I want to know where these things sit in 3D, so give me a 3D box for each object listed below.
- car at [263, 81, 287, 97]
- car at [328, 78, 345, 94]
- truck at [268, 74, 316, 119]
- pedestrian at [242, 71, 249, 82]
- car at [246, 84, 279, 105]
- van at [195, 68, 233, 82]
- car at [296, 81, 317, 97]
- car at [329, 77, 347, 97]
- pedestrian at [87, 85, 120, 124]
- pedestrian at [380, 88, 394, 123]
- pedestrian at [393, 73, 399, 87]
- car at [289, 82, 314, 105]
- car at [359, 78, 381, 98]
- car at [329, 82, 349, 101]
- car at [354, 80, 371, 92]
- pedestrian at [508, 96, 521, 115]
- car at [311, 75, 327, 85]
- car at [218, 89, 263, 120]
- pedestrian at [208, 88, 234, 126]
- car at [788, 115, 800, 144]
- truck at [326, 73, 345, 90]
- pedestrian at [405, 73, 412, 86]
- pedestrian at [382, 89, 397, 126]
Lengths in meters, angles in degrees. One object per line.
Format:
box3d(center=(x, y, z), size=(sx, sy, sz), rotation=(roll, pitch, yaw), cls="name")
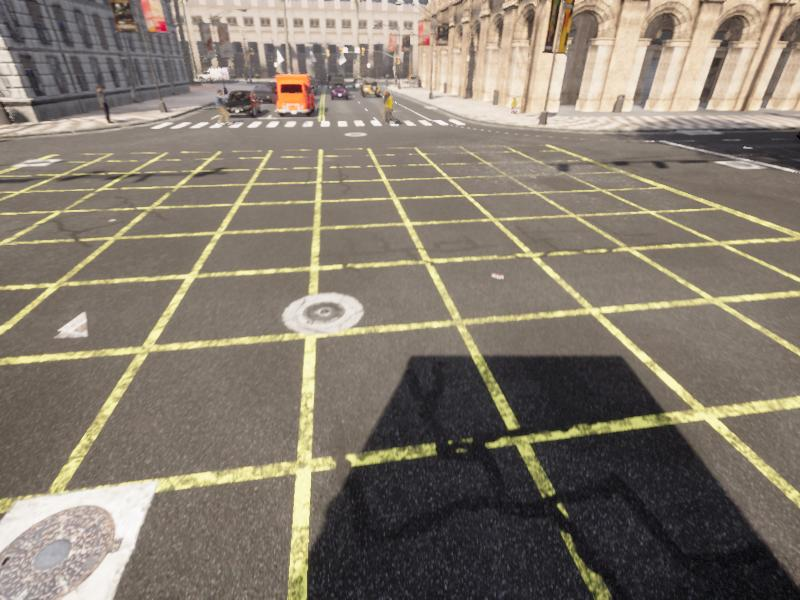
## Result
box3d(center=(-14.121, -23.902, 45.331), size=(1.994, 1.385, 4.181), rotation=(-4, 31, -8), cls="car")
box3d(center=(-8.288, -27.981, 52.120), size=(1.930, 1.638, 5.238), rotation=(-4, 31, -7), cls="car")
box3d(center=(-7.360, -14.271, 27.851), size=(2.627, 2.467, 5.204), rotation=(-4, 31, -8), cls="truck")
box3d(center=(-30.737, -44.464, 79.719), size=(0.751, 1.860, 0.751), rotation=(6, 31, 10), cls="pedestrian")
box3d(center=(-12.617, -19.067, 37.059), size=(2.033, 1.411, 5.357), rotation=(-4, 31, -8), cls="car")
box3d(center=(-37.804, -45.791, 81.364), size=(6.366, 2.431, 2.351), rotation=(-6, 31, -11), cls="van")
box3d(center=(-10.786, -24.596, 46.566), size=(1.994, 1.385, 4.181), rotation=(-4, 31, -7), cls="car")
box3d(center=(-7.209, -24.687, 46.254), size=(1.905, 1.878, 3.866), rotation=(-4, 31, -8), cls="car")
box3d(center=(-16.065, -10.603, 21.722), size=(0.751, 1.860, 0.751), rotation=(-5, 31, -10), cls="pedestrian")
box3d(center=(-0.788, -11.860, 24.394), size=(0.751, 1.860, 0.751), rotation=(-5, 31, -9), cls="pedestrian")
box3d(center=(-0.570, -34.582, 62.955), size=(0.751, 1.860, 0.751), rotation=(-9, 31, -15), cls="pedestrian")
box3d(center=(-9.188, -19.531, 37.657), size=(1.930, 1.638, 5.238), rotation=(-4, 31, -8), cls="car")
box3d(center=(-3.362, -23.653, 44.555), size=(1.932, 1.855, 4.605), rotation=(-4, 31, -8), cls="car")
box3d(center=(-6.299, -21.535, 41.291), size=(1.816, 1.474, 4.193), rotation=(-4, 31, -8), cls="car")
box3d(center=(-5.194, -29.384, 54.908), size=(1.895, 1.301, 4.718), rotation=(-4, 31, -8), cls="car")
box3d(center=(7.989, -13.563, 27.884), size=(0.500, 1.100, 0.500), rotation=(-21, 37, -32), cls="pedestrian")
box3d(center=(-14.382, -39.195, 71.282), size=(1.789, 1.549, 3.705), rotation=(3, 30, 5), cls="car")
box3d(center=(-10.783, -13.468, 27.406), size=(1.837, 1.490, 4.892), rotation=(-4, 31, -8), cls="car")
box3d(center=(-10.013, -10.788, 22.428), size=(0.751, 1.860, 0.751), rotation=(-1, 30, -3), cls="pedestrian")
box3d(center=(21.039, -7.921, 18.509), size=(4.181, 1.385, 1.994), rotation=(-4, 31, -8), cls="car")
box3d(center=(-9.529, -32.267, 58.979), size=(2.390, 2.098, 6.274), rotation=(-4, 31, -8), cls="truck")
box3d(center=(1.427, -36.704, 66.613), size=(0.751, 1.860, 0.751), rotation=(21, 36, 31), cls="pedestrian")
box3d(center=(-0.617, -11.207, 23.281), size=(0.751, 1.860, 0.751), rotation=(-3, 30, -6), cls="pedestrian")
